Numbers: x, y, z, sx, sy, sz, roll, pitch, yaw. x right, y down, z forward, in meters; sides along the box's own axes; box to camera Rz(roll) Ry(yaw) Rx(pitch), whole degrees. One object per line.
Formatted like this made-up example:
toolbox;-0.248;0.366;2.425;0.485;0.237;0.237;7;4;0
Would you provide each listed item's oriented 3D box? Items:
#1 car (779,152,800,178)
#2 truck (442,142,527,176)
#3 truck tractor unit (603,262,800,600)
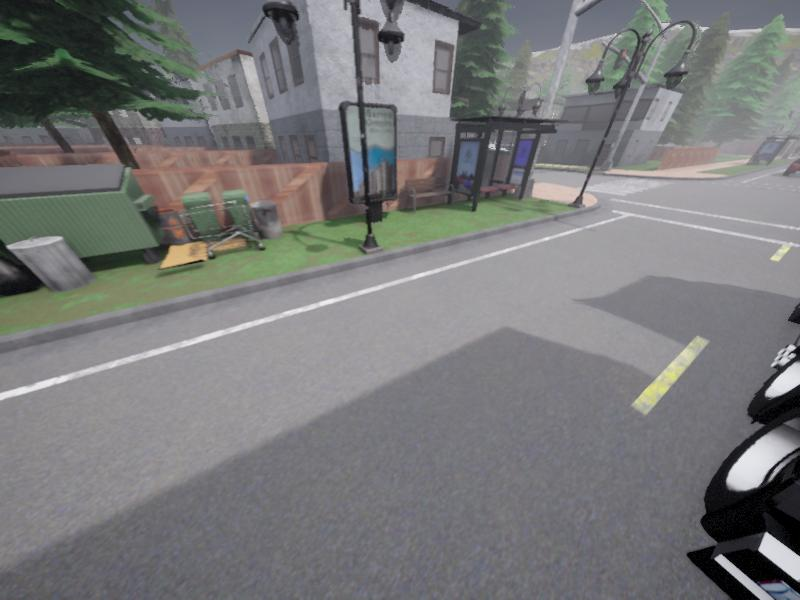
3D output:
car;33.166;-10.930;18.201;5.566;2.045;2.150;-18;39;-25
truck;6.830;-12.124;19.618;2.390;2.098;6.274;-24;42;-31
truck tractor unit;5.104;-0.308;0.789;6.516;4.208;3.053;-18;39;-24
